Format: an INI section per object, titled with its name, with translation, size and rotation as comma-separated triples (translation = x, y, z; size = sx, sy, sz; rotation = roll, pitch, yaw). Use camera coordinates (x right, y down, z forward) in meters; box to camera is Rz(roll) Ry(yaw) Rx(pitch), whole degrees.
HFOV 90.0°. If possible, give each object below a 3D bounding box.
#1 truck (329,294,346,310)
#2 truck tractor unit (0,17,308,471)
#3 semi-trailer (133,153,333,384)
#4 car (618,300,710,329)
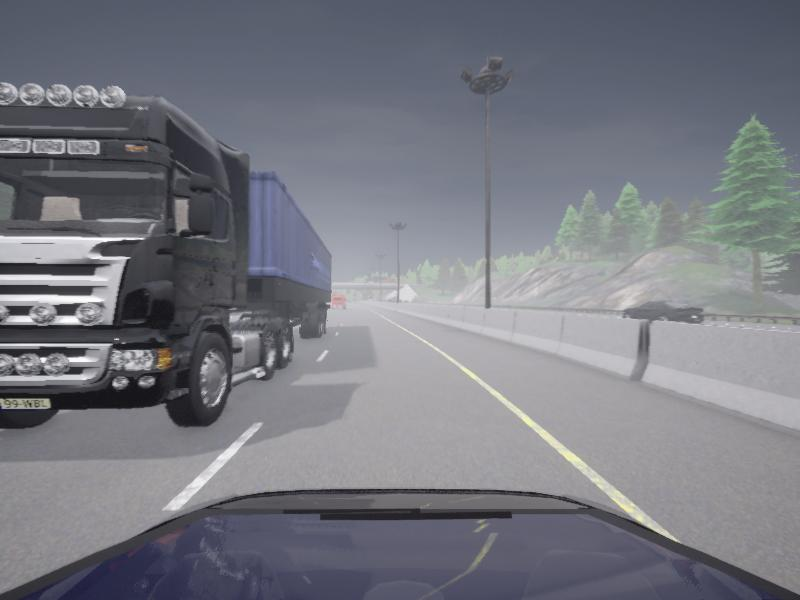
[truck]
translation = -10.285, 0.365, 66.234
size = 2.627, 2.467, 5.204
rotation = 0, 0, -7
[truck tractor unit]
translation = -3.734, -0.514, 6.967
size = 3.053, 4.208, 6.516
rotation = 0, 0, -3
[semi-trailer]
translation = -4.400, -0.614, 14.854
size = 2.717, 4.402, 14.254
rotation = 0, 0, -5
[car]
translation = 15.825, 0.790, 24.384
size = 1.882, 1.535, 5.008
rotation = 0, 0, -7
